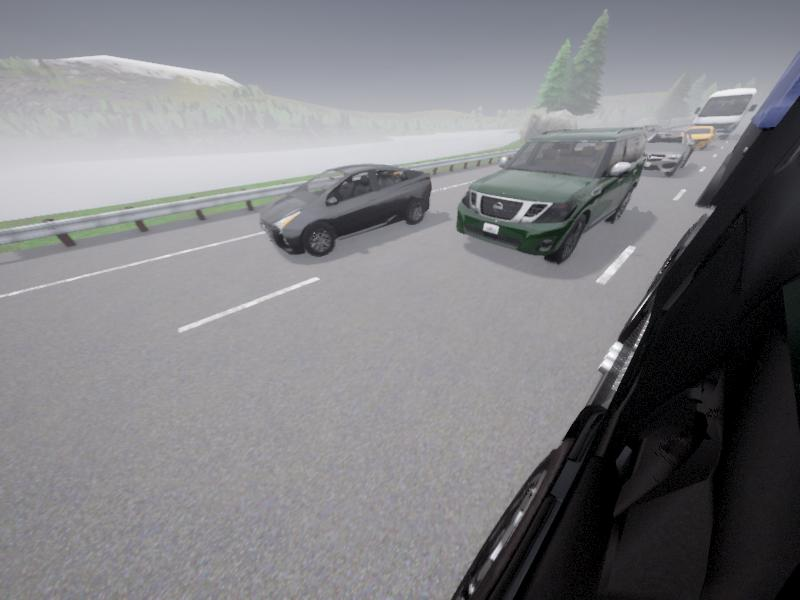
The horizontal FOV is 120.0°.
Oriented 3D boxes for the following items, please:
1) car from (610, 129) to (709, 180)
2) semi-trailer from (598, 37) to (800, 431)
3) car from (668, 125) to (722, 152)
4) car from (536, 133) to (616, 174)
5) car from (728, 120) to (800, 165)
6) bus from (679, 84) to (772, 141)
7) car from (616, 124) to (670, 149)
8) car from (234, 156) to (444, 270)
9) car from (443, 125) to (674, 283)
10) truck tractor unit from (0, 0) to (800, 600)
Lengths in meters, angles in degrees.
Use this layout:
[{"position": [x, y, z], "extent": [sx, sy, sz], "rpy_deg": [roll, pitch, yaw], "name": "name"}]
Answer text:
[{"position": [12.979, -7.398, 11.538], "extent": [5.027, 1.651, 2.152], "rpy_deg": [-28, 43, -30], "name": "car"}, {"position": [8.695, -3.582, 4.266], "extent": [14.254, 4.402, 2.717], "rpy_deg": [-28, 43, -30], "name": "semi-trailer"}, {"position": [24.016, -13.198, 18.783], "extent": [5.008, 1.535, 1.882], "rpy_deg": [-28, 43, -30], "name": "car"}, {"position": [10.352, -8.703, 13.514], "extent": [5.366, 1.575, 1.801], "rpy_deg": [-28, 43, -30], "name": "car"}, {"position": [20.812, -8.899, 12.936], "extent": [4.553, 1.767, 2.097], "rpy_deg": [-28, 43, -30], "name": "car"}, {"position": [36.306, -20.718, 25.922], "extent": [10.273, 4.253, 3.944], "rpy_deg": [-28, 43, -30], "name": "bus"}, {"position": [22.558, -15.191, 21.470], "extent": [4.611, 1.667, 2.242], "rpy_deg": [-28, 43, -30], "name": "car"}, {"position": [-1.210, -2.570, 5.967], "extent": [4.514, 1.525, 2.007], "rpy_deg": [-28, 43, -30], "name": "car"}, {"position": [3.758, -2.700, 5.391], "extent": [5.566, 2.045, 2.150], "rpy_deg": [-28, 43, -30], "name": "car"}, {"position": [2.645, -0.295, 0.351], "extent": [6.516, 4.208, 3.053], "rpy_deg": [-28, 44, -30], "name": "truck tractor unit"}]
